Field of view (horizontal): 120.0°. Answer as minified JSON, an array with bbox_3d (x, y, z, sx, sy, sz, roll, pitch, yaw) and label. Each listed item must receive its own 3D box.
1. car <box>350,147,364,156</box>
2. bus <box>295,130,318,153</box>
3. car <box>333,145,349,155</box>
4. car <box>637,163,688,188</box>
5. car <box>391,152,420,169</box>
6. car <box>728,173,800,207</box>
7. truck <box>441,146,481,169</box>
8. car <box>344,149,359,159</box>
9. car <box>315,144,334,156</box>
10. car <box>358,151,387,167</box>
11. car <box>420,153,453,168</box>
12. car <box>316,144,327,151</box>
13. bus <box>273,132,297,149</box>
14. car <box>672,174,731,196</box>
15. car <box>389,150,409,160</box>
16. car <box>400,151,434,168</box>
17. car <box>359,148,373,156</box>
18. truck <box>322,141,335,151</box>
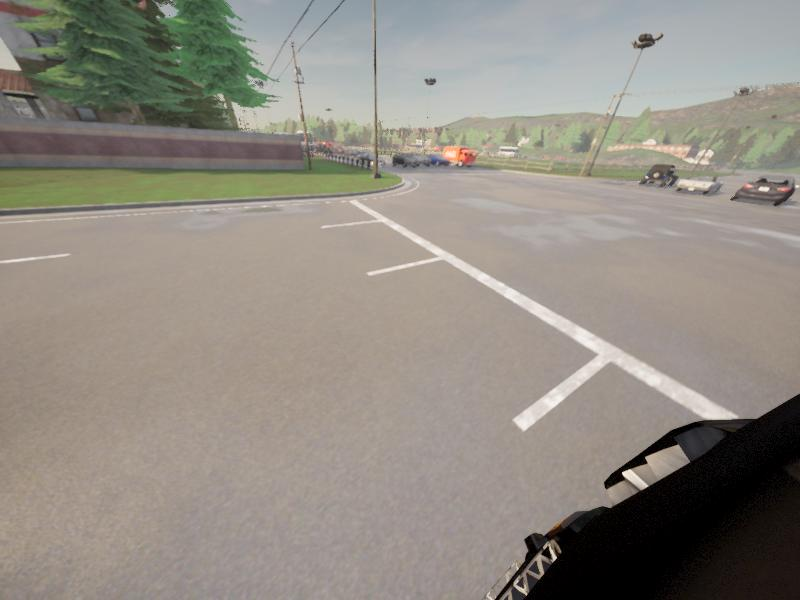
[{"bbox_3d":[-10.234,-35.368,55.013,1.970,1.475,3.806,-17,38,-27],"label":"car"},{"bbox_3d":[-23.016,-38.683,56.478,3.944,4.253,10.273,-10,36,-19],"label":"bus"},{"bbox_3d":[-13.907,-35.024,54.023,2.242,1.667,4.611,-14,38,-24],"label":"car"},{"bbox_3d":[26.278,-12.537,23.188,3.866,1.878,1.905,-16,38,-26],"label":"car"},{"bbox_3d":[0.581,-17.542,28.985,1.789,1.549,3.705,-17,38,-27],"label":"car"},{"bbox_3d":[26.287,-7.943,16.478,4.611,1.667,2.242,-16,38,-26],"label":"car"},{"bbox_3d":[8.916,-21.239,34.372,2.627,2.467,5.204,-17,39,-27],"label":"truck"},{"bbox_3d":[-9.206,-27.761,43.748,1.994,1.385,4.181,-9,35,-18],"label":"car"},{"bbox_3d":[-15.360,-30.594,47.045,1.905,1.878,3.866,-25,43,-35],"label":"car"},{"bbox_3d":[-3.504,-17.648,28.920,1.812,1.442,4.674,-17,38,-27],"label":"car"},{"bbox_3d":[5.265,-20.567,33.920,1.882,1.535,5.008,-17,38,-27],"label":"car"},{"bbox_3d":[-26.035,-50.572,76.457,2.242,1.667,4.611,-17,38,-27],"label":"car"},{"bbox_3d":[-37.225,-51.420,74.510,3.944,4.253,10.273,-20,40,-29],"label":"bus"},{"bbox_3d":[25.683,-9.868,19.664,4.718,1.301,1.895,-16,38,-26],"label":"car"},{"bbox_3d":[-0.242,-29.588,47.065,2.007,1.525,4.514,-17,38,-27],"label":"car"},{"bbox_3d":[2.264,-19.719,32.331,2.152,1.651,5.027,-17,38,-27],"label":"car"},{"bbox_3d":[-8.564,-37.482,58.421,1.994,1.385,4.181,-17,38,-27],"label":"car"},{"bbox_3d":[-24.773,-53.467,80.188,2.627,2.467,5.204,-17,38,-27],"label":"truck"}]
